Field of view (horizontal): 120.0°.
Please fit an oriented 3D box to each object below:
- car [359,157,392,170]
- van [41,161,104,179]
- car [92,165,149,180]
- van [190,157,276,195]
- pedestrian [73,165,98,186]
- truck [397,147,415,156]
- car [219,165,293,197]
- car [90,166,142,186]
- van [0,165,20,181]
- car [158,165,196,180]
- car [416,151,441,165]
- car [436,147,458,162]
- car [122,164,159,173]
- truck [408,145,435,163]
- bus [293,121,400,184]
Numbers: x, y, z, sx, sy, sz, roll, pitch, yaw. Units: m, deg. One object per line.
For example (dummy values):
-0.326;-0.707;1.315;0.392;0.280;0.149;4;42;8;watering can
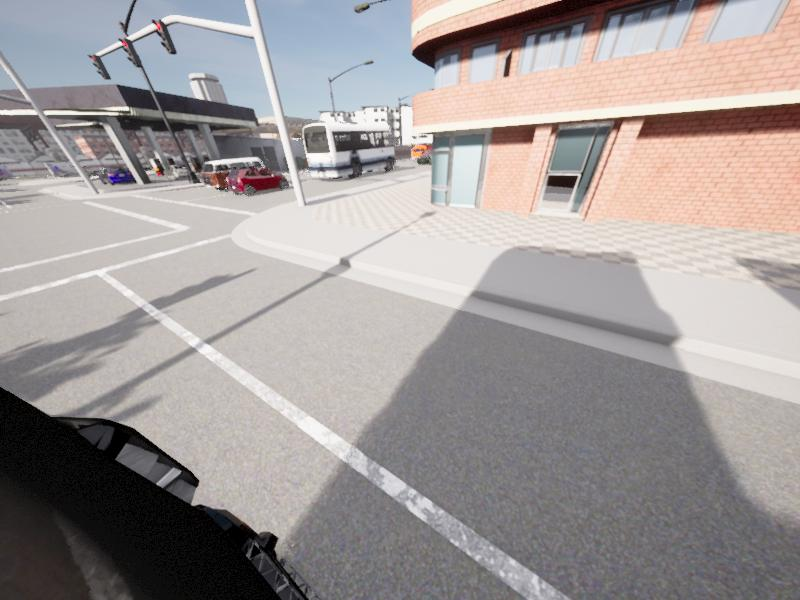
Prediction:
-3.126;-18.308;30.934;1.895;1.301;4.718;16;37;26;car
-62.682;-25.036;44.418;2.351;2.431;6.366;17;38;27;van
-43.004;-19.830;35.802;1.930;1.638;5.238;5;34;11;car
-12.392;-9.542;17.559;2.069;2.038;4.480;15;38;25;van
-33.644;-13.345;24.729;0.751;1.860;0.751;20;40;31;pedestrian
1.910;-48.536;75.540;5.204;2.467;2.627;15;37;25;truck
-9.599;-8.166;15.737;1.845;1.501;3.633;16;37;26;car
-30.832;-13.525;25.082;4.611;1.667;2.242;17;38;27;car
-76.536;-23.128;42.508;2.351;2.431;6.366;17;38;27;van
-28.531;-16.387;29.568;3.806;1.475;1.970;17;38;27;car
4.477;-21.906;35.662;2.038;1.542;4.974;15;38;25;car
8.463;-26.016;41.157;2.150;2.045;5.566;15;37;24;car
-60.240;-30.608;53.668;2.033;1.411;5.357;17;38;27;car
3.853;-25.762;40.728;2.627;2.467;5.204;15;37;25;truck
-4.404;-14.668;22.811;3.944;4.253;10.273;16;39;26;bus
